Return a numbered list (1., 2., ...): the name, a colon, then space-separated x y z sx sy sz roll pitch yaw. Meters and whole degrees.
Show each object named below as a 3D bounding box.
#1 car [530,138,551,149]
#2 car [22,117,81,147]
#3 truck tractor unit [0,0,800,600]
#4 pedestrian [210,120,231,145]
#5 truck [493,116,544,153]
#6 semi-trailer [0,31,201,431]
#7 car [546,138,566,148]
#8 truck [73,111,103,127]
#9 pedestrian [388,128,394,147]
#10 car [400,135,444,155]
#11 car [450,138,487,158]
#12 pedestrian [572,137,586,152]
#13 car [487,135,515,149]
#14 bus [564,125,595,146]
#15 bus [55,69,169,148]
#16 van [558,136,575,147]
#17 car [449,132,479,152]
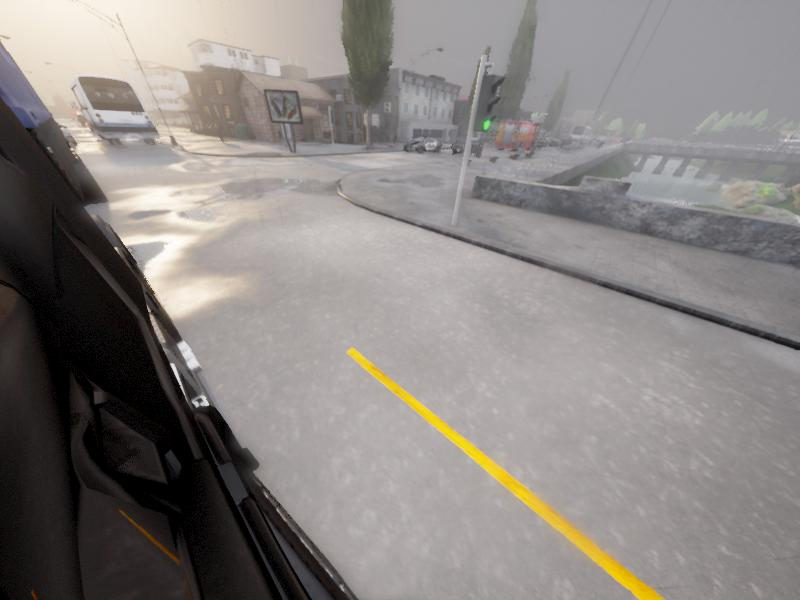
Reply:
1. car: 25.146 -28.024 41.407 1.816 1.474 4.193 30 44 31
2. car: -27.050 -13.113 18.000 3.988 1.617 1.851 29 44 30
3. truck tractor unit: -2.645 -0.295 0.351 6.516 4.208 3.053 28 44 30
4. pedestrian: -16.886 -15.738 21.728 0.751 1.860 0.751 -3 37 -8
5. truck: 16.951 -23.512 32.900 2.891 3.827 8.468 30 45 31
6. semi-trailer: -8.637 -3.655 4.274 14.254 4.402 2.717 29 44 30
7. car: 33.060 -33.268 48.862 2.038 1.542 4.974 30 44 31
8. truck: -58.100 -33.720 42.994 6.274 2.098 2.390 29 44 30
9. pedestrian: -1.103 -20.191 28.736 0.751 1.860 0.751 2 37 -2
10. car: 2.407 -16.573 24.625 2.038 1.542 4.974 29 44 31
11. car: 7.176 -15.996 24.204 1.816 1.474 4.193 28 44 30
12. pedestrian: 27.127 -23.531 35.020 0.751 1.860 0.751 -17 41 -24
13. car: 16.660 -26.041 38.086 2.152 1.651 5.027 29 44 31
14. bus: 49.241 -45.054 63.356 3.944 4.253 10.273 29 44 30
15. bus: -25.051 -16.230 20.076 10.273 4.253 3.944 29 44 31
16. van: 39.316 -37.513 54.552 1.775 1.987 4.442 29 44 30
17. car: 8.386 -20.687 30.177 1.905 1.878 3.866 29 45 31
